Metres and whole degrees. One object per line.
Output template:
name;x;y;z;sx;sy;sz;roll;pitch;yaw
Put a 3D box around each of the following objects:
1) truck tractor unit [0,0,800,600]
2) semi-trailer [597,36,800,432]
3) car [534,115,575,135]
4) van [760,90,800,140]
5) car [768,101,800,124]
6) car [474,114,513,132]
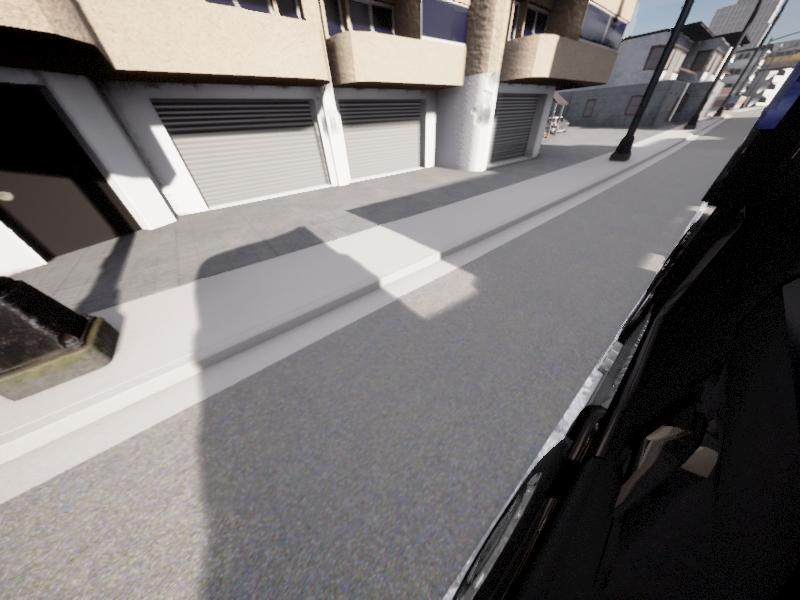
truck tractor unit;2.645;-0.295;0.351;6.516;4.208;3.053;-28;44;-30
semi-trailer;8.726;-3.618;4.153;14.254;4.402;2.717;-28;44;-29
car;16.593;-18.809;24.855;3.806;1.475;1.970;-29;44;-28
van;27.854;-12.846;15.870;6.366;2.431;2.351;-29;44;-28
car;38.050;-18.212;22.310;4.902;1.511;2.128;-29;44;-28
car;12.276;-23.153;30.273;5.027;1.636;2.152;-28;44;-29
